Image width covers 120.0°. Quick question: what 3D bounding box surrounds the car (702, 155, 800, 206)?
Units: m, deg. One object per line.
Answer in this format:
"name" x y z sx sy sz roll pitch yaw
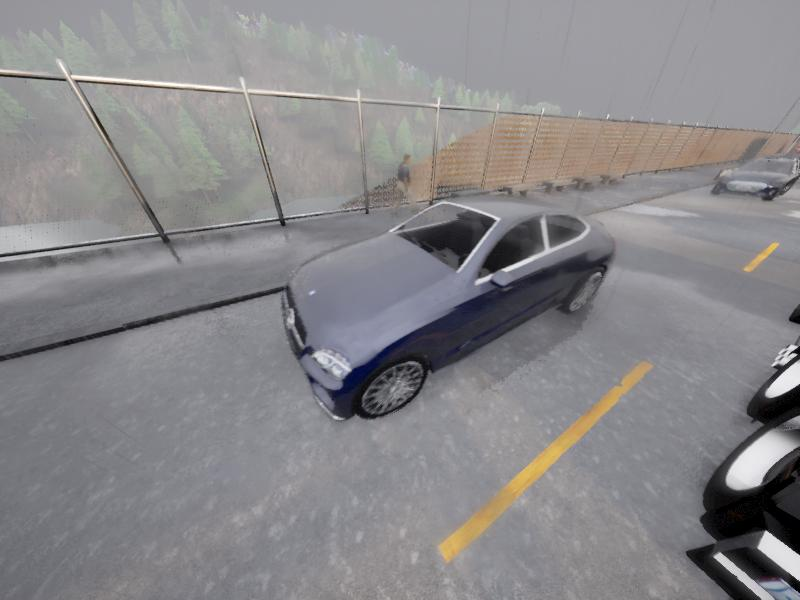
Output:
"car" 17.596 -5.964 11.258 4.856 1.649 2.033 -18 39 -24

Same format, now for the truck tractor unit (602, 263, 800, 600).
"truck tractor unit" 5.108 -0.304 0.784 6.516 4.208 3.053 -18 39 -24

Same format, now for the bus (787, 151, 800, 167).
"bus" 47.564 -16.751 24.653 10.273 4.253 3.944 -18 39 -24

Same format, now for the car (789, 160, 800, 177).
"car" 33.613 -10.722 18.161 4.611 1.667 2.242 -25 42 -32

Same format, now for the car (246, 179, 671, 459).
"car" 0.974 -0.530 3.347 5.027 1.651 2.152 -18 39 -24

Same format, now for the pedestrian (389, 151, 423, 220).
"pedestrian" 0.168 -3.640 7.376 0.751 1.860 0.751 -16 38 -21
